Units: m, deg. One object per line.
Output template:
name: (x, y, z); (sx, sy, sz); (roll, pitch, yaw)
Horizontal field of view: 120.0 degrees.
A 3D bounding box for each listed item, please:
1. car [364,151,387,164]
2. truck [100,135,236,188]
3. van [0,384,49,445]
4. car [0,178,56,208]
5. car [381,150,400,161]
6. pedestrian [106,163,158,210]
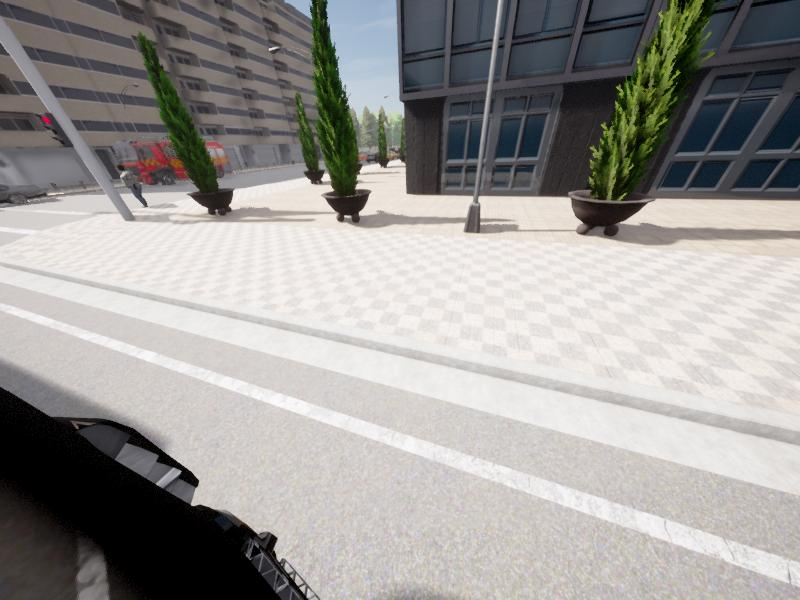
car: (-4.032, -24.203, 39.166); (2.007, 1.525, 4.514); (9, 35, 17)
truck: (-21.839, -13.866, 22.925); (2.891, 3.827, 8.468); (9, 35, 17)
van: (-6.109, 0.534, 1.817); (4.442, 1.987, 1.775); (9, 35, 17)
car: (-26.041, -6.303, 14.087); (2.033, 1.411, 5.357); (12, 37, 21)
car: (-1.709, -28.029, 44.690); (1.801, 1.575, 5.366); (9, 35, 17)
pedestrian: (-12.472, -5.316, 10.801); (0.751, 1.860, 0.751); (22, 41, 32)
